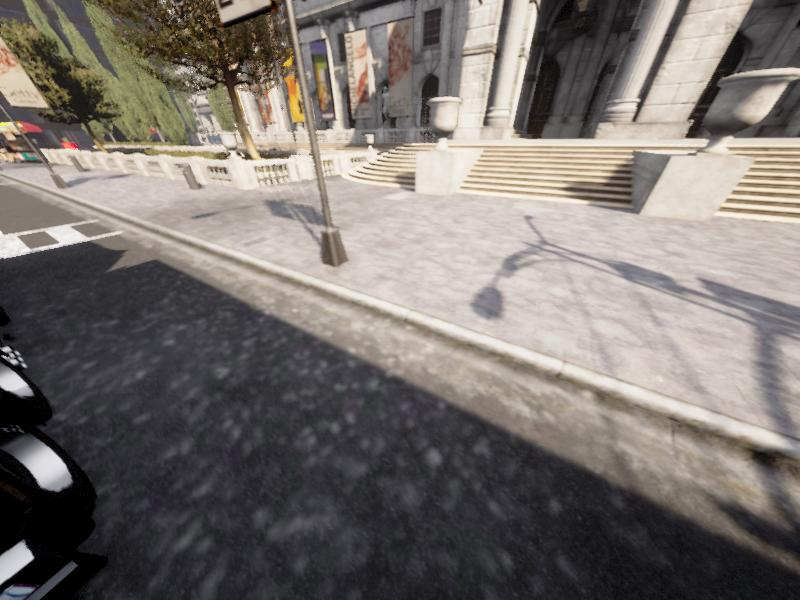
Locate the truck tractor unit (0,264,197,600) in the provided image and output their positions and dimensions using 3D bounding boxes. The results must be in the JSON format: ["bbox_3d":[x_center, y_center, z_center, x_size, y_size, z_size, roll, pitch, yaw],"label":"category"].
[{"bbox_3d":[-5.111,-0.299,0.785,6.516,4.208,3.053,18,39,24],"label":"truck tractor unit"}]
